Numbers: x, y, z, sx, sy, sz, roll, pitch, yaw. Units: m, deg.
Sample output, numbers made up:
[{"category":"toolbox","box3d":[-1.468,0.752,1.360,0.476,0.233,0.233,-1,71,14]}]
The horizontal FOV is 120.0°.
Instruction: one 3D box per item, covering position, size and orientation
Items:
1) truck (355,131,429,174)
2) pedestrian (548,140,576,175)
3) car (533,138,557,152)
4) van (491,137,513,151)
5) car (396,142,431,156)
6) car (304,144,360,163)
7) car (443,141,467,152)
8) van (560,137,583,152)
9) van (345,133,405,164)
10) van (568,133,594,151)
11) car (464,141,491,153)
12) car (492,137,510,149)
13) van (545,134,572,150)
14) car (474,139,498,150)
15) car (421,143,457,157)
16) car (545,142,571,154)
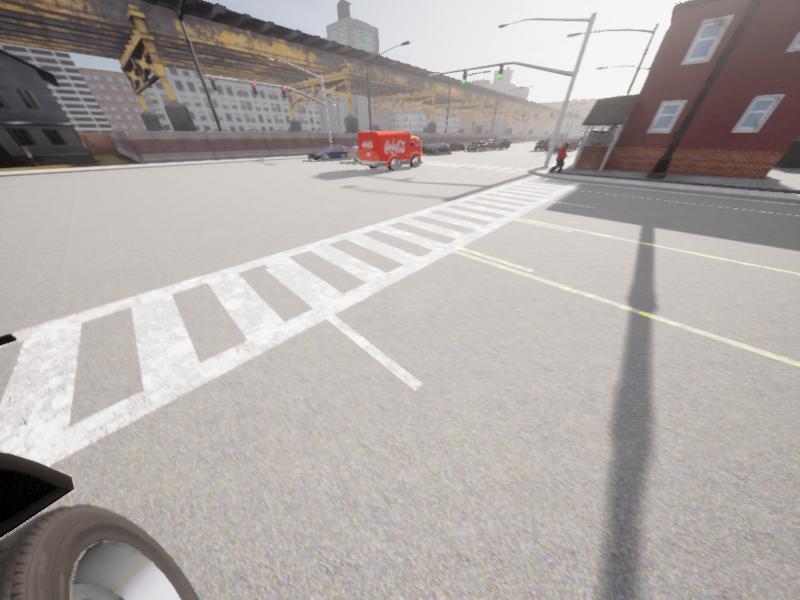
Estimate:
[{"category":"truck","box3d":[-0.501,-11.598,18.005,2.627,2.467,5.204,29,44,34]},{"category":"pedestrian","box3d":[10.254,-9.059,14.681,0.751,1.860,0.751,27,44,33]},{"category":"car","box3d":[25.339,-27.146,40.359,1.932,1.855,4.605,29,44,34]},{"category":"van","box3d":[19.128,-29.296,43.274,1.775,1.987,4.442,29,44,34]},{"category":"car","box3d":[1.981,-21.535,32.872,2.033,1.411,5.357,29,44,34]},{"category":"car","box3d":[-7.208,-15.920,24.984,2.033,1.411,5.357,29,44,34]},{"category":"car","box3d":[9.345,-26.019,39.195,1.994,1.385,4.181,29,44,34]},{"category":"van","box3d":[29.501,-26.791,39.767,1.775,1.987,4.442,29,44,34]},{"category":"van","box3d":[-2.363,-15.934,24.121,2.351,2.431,6.366,24,42,29]},{"category":"van","box3d":[34.206,-29.890,43.651,1.988,2.561,5.915,29,45,34]},{"category":"car","box3d":[12.729,-25.190,37.927,1.837,1.490,4.892,29,45,34]},{"category":"car","box3d":[21.715,-33.793,49.664,1.905,1.878,3.866,29,44,34]},{"category":"van","box3d":[30.830,-30.723,44.910,2.351,2.431,6.366,29,44,34]},{"category":"car","box3d":[17.057,-30.855,45.729,2.242,1.667,4.611,29,44,34]},{"category":"car","box3d":[5.374,-20.653,31.641,2.033,1.411,5.357,29,44,34]},{"category":"car","box3d":[24.455,-23.453,35.617,1.994,1.385,4.181,30,45,35]}]
